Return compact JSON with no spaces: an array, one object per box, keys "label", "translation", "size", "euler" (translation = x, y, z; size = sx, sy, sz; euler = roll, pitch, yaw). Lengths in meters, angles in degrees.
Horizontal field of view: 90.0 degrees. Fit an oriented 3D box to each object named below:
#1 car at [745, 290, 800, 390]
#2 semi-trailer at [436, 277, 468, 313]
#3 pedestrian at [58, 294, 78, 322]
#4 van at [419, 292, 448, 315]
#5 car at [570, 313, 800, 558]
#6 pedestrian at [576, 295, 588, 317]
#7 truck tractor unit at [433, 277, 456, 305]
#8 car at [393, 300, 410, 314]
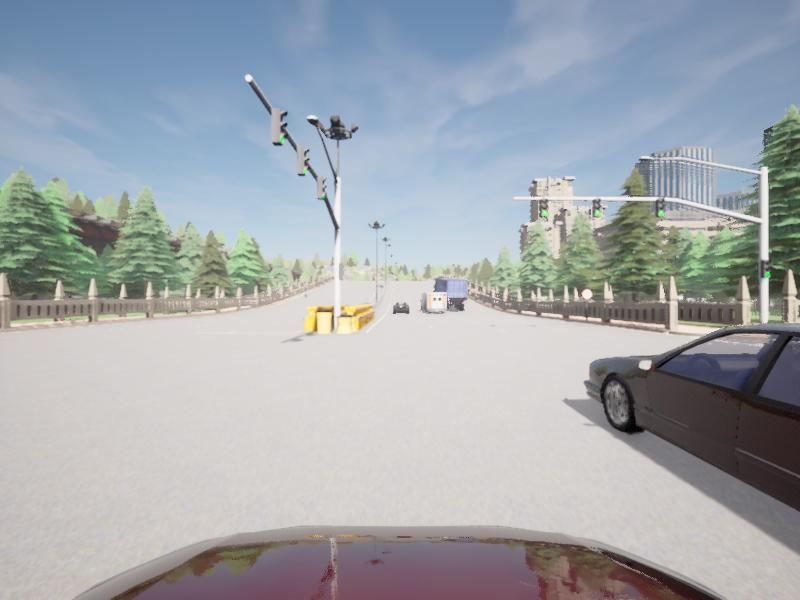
[{"label":"car","translation":[9.323,0.705,7.344],"size":[4.553,1.767,2.097],"euler":[0,0,-9]},{"label":"semi-trailer","translation":[7.146,-1.071,57.057],"size":[2.717,4.402,14.254],"euler":[0,4,0]},{"label":"pedestrian","translation":[-22.148,0.521,26.707],"size":[0.751,1.860,0.751],"euler":[0,0,0]},{"label":"van","translation":[3.998,0.328,48.953],"size":[2.351,2.431,6.366],"euler":[0,2,-6]},{"label":"car","translation":[3.506,0.900,3.190],"size":[2.033,1.411,5.357],"euler":[0,0,0]},{"label":"pedestrian","translation":[15.528,0.532,34.152],"size":[0.751,1.860,0.751],"euler":[0,0,2]},{"label":"truck tractor unit","translation":[7.131,-1.557,64.938],"size":[3.053,4.208,6.516],"euler":[0,5,0]},{"label":"car","translation":[0.136,0.830,48.030],"size":[1.970,1.475,3.806],"euler":[0,1,0]}]
